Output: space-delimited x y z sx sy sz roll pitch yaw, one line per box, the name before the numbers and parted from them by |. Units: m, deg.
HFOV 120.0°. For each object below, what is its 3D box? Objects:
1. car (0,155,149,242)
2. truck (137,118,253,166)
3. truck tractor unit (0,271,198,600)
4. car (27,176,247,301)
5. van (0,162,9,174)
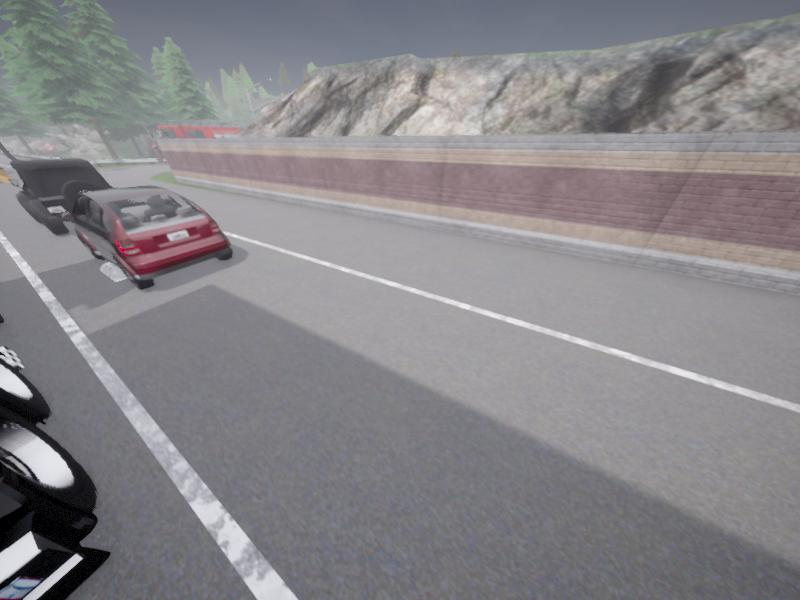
car | -10.609 -3.424 7.381 3.866 1.878 1.905 19 39 25
truck | -22.122 -17.643 25.912 2.891 3.827 8.468 18 39 25
truck tractor unit | -5.123 -0.288 0.765 6.516 4.208 3.053 18 39 24
car | -5.541 -1.588 4.987 3.705 1.549 1.789 19 39 25
van | -37.220 -12.304 20.276 4.480 2.038 2.069 20 40 27
